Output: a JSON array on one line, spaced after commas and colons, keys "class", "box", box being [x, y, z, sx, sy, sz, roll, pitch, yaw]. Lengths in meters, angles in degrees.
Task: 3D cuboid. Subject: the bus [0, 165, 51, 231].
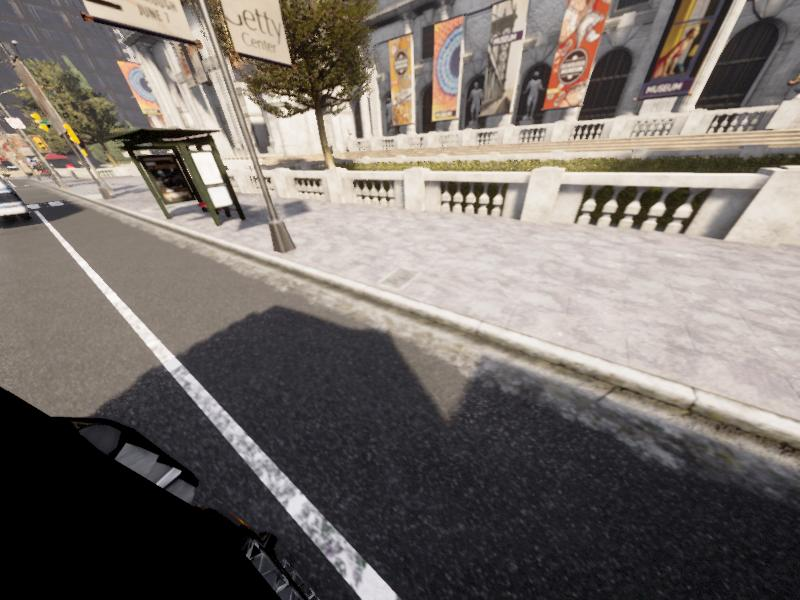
[{"class": "bus", "box": [-21.685, -5.813, 10.653, 10.273, 4.253, 3.944, 18, 39, 28]}]
